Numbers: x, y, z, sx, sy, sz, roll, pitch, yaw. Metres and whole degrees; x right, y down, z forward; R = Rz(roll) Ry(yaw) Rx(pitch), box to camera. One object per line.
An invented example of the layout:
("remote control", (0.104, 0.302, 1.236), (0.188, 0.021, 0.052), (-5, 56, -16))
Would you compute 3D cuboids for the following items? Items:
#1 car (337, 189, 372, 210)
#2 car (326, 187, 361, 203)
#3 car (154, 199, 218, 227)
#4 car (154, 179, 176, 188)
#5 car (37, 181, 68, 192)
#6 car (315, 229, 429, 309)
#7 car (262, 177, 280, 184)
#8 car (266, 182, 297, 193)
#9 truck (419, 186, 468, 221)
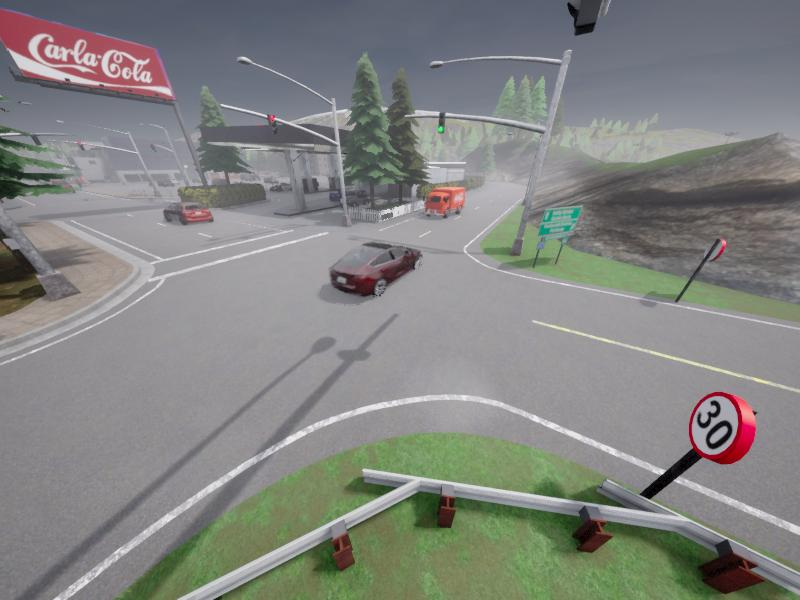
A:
("car", (-5.367, -12.080, 27.650), (1.905, 1.878, 3.866), (16, 34, 26))
("car", (-8.082, -15.233, 33.445), (2.242, 1.667, 4.611), (16, 34, 26))
("car", (-18.362, -7.600, 19.872), (4.611, 1.667, 2.242), (16, 32, 26))
("car", (-54.495, -27.084, 53.607), (4.514, 1.523, 2.007), (16, 34, 26))
("car", (-66.476, -21.721, 44.165), (4.611, 1.667, 2.242), (16, 34, 26))
("car", (-0.810, -1.630, 9.734), (2.163, 1.488, 4.792), (17, 34, 27))
("car", (-35.476, -32.774, 63.464), (4.514, 1.523, 2.007), (16, 34, 26))
("car", (-23.524, -22.541, 46.109), (2.038, 1.542, 4.974), (16, 34, 26))
("truck", (4.437, -9.731, 22.981), (2.627, 2.467, 5.204), (19, 35, 29))
